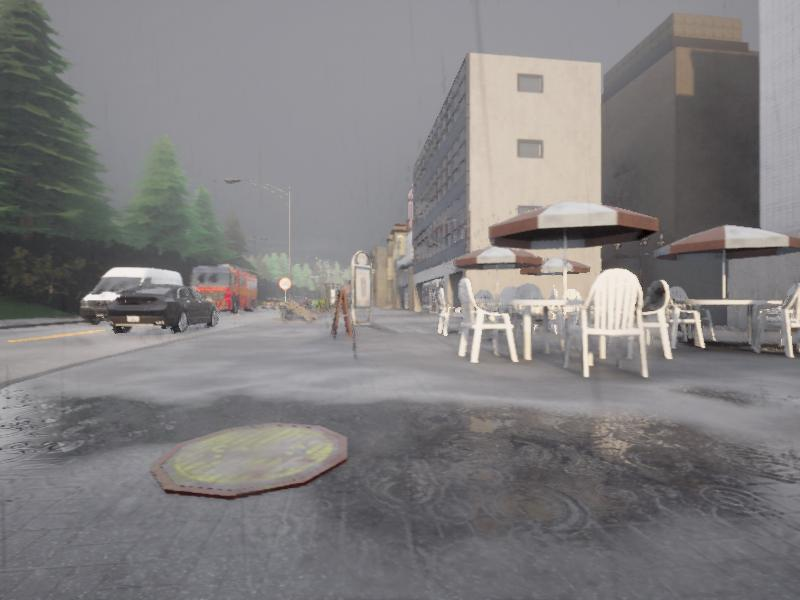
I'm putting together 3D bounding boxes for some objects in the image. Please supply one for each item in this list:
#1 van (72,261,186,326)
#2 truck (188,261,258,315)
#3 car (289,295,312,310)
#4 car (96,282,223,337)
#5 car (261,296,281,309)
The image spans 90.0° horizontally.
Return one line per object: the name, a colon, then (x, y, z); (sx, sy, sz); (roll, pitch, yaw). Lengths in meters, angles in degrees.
van: (-12.408, -0.234, 18.972); (1.988, 2.561, 5.915); (0, 0, -7)
truck: (-14.074, -0.841, 32.661); (2.891, 3.827, 8.468); (0, 0, -7)
car: (-11.942, 0.304, 48.272); (2.152, 1.651, 5.027); (0, 0, -7)
car: (-7.676, 0.276, 13.427); (1.837, 1.490, 4.892); (0, 0, -7)
car: (-16.252, 0.338, 50.554); (1.789, 1.549, 3.705); (0, 0, -7)
